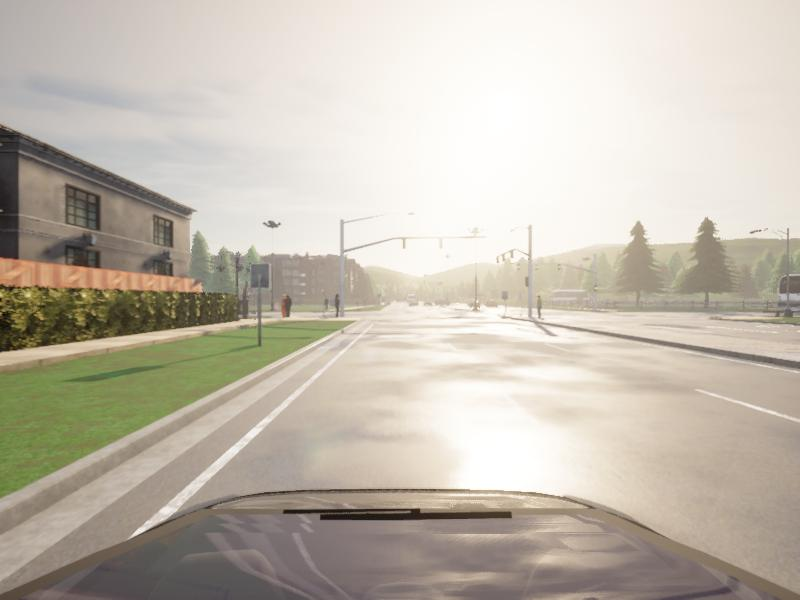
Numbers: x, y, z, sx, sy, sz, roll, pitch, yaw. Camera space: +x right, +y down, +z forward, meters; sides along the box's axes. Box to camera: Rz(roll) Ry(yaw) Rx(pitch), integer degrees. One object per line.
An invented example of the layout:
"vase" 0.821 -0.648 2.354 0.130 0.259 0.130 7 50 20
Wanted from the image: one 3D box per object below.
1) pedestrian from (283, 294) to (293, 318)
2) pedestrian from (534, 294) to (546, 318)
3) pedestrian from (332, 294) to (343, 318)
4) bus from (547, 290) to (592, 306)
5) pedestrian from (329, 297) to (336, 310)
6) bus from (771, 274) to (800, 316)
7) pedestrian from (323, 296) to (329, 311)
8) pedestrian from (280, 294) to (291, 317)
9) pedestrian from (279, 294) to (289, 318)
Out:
"pedestrian" -8.852 0.472 31.598 0.751 1.860 0.751 0 0 -19
"pedestrian" 11.061 0.472 31.676 0.751 1.860 0.751 0 0 6
"pedestrian" -4.816 0.442 30.829 0.751 1.860 0.751 0 0 -5
"bus" 44.883 -0.576 106.176 10.273 4.253 3.944 0 0 0
"pedestrian" -9.309 0.463 55.121 0.751 1.860 0.751 0 0 3
"bus" 45.664 -0.548 41.701 10.273 4.253 3.944 0 0 -1
"pedestrian" -9.718 0.464 52.504 0.751 1.860 0.751 0 0 -4
"pedestrian" -9.429 0.472 32.919 0.751 1.860 0.751 0 0 -11
"pedestrian" -9.353 0.472 32.190 0.751 1.860 0.751 0 0 -16
